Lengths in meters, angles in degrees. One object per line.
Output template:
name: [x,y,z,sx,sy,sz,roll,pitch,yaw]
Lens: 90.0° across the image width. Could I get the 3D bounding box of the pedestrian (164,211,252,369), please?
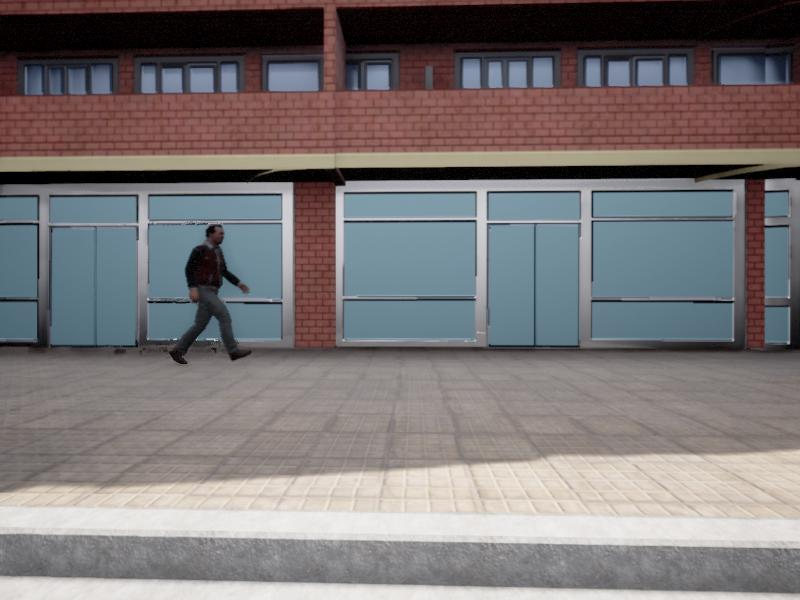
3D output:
pedestrian: [-2.415,-0.116,5.107,0.751,1.860,0.751,0,0,2]
